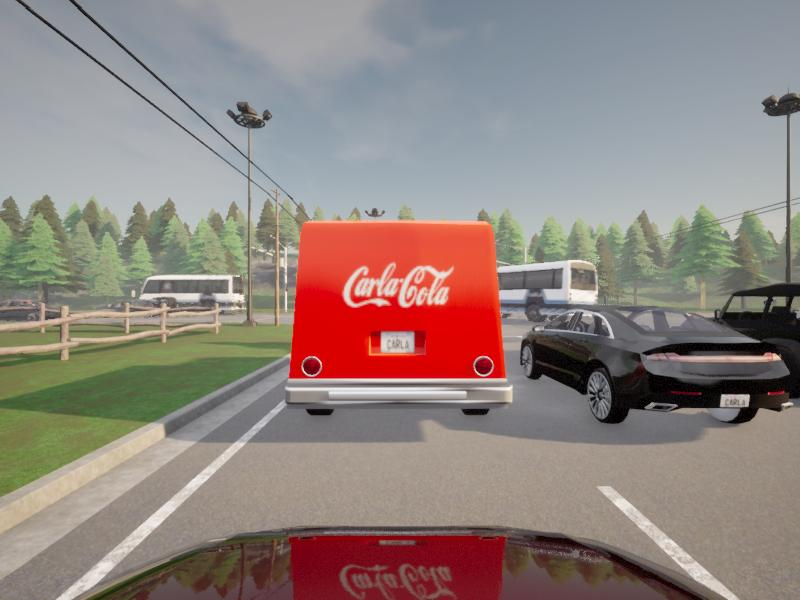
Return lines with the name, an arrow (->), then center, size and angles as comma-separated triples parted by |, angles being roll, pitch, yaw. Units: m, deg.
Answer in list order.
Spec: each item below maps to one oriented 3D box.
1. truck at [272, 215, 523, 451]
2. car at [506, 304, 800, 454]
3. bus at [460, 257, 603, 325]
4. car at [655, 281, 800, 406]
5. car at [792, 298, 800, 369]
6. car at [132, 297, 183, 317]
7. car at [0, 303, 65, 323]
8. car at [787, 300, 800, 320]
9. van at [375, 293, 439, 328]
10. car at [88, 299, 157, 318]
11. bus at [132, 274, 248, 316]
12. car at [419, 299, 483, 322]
truck -> -0.037, 0.354, 6.792 | 2.627, 2.467, 5.204 | 0, 0, 0
car -> 3.464, 0.836, 6.582 | 2.128, 1.511, 4.902 | 0, 0, 0
bus -> 9.484, -0.534, 30.668 | 3.944, 4.253, 10.273 | 2, -1, -30
car -> 6.960, 0.646, 7.491 | 1.905, 1.878, 3.866 | 0, 0, 0
car -> 10.472, 0.781, 7.069 | 2.152, 1.651, 5.027 | 0, 0, 0
car -> -23.667, 0.646, 39.128 | 3.866, 1.878, 1.905 | 0, 0, 2
car -> -26.970, 0.908, 28.725 | 4.181, 1.385, 1.994 | 0, 0, 1
car -> 34.709, 0.801, 32.239 | 5.366, 1.575, 1.801 | 0, 0, 0
van -> 0.330, 0.599, 25.220 | 1.775, 1.987, 4.442 | 0, 0, -33
car -> -24.672, 0.756, 35.723 | 4.611, 1.667, 2.242 | 0, 0, 1
bus -> -22.130, -0.534, 42.620 | 10.273, 4.253, 3.944 | 0, 0, 1
car -> 3.966, 0.756, 31.584 | 4.611, 1.667, 2.242 | 0, 0, 45
